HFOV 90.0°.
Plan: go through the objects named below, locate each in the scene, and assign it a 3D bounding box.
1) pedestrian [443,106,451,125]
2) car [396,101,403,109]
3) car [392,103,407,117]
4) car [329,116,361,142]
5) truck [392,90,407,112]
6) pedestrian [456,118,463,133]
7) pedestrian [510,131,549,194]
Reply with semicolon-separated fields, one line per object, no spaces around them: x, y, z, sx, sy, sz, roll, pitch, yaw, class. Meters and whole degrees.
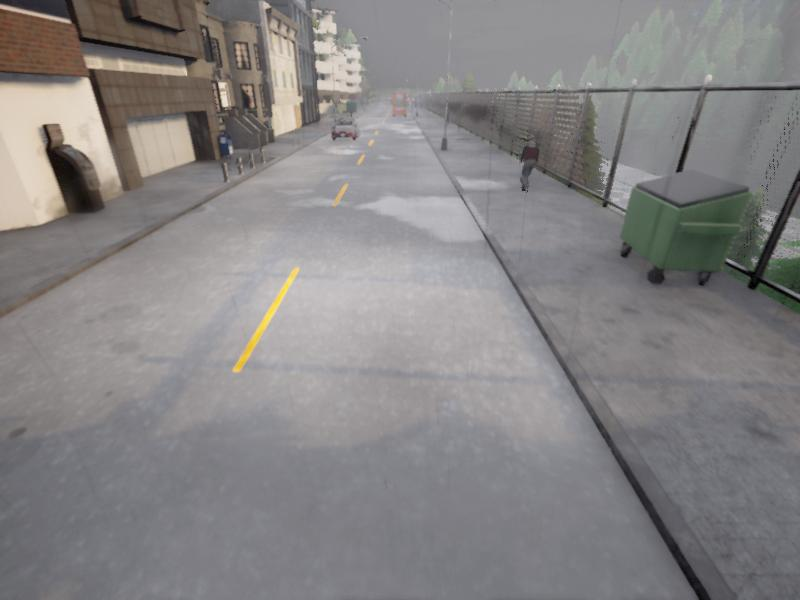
4.979;-19.551;42.390;0.751;1.860;0.751;1;27;2;pedestrian
-0.105;-47.379;97.146;1.837;1.490;4.892;0;27;0;car
-0.067;-29.248;61.568;2.097;1.767;4.553;0;27;0;car
-4.034;-12.785;29.849;1.816;1.474;4.193;0;27;0;car
-0.078;-40.310;80.848;2.891;3.827;8.468;0;27;0;truck
5.118;-15.043;34.454;0.500;1.100;0.500;0;27;0;pedestrian
4.211;-4.507;13.120;0.751;1.860;0.751;0;27;0;pedestrian
